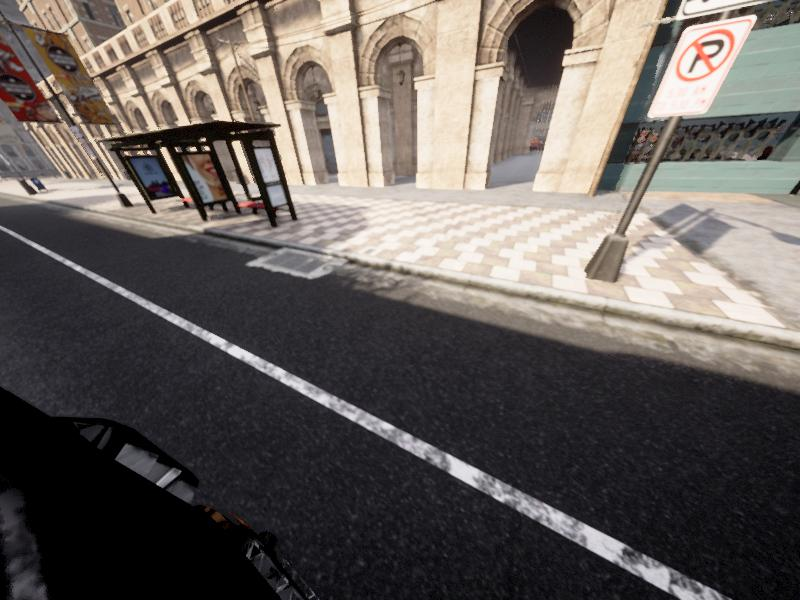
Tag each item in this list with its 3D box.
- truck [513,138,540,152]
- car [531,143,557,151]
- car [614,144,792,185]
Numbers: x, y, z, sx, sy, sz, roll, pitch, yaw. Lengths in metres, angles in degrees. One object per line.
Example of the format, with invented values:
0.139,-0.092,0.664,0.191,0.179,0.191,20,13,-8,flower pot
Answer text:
30.376,-37.296,55.518,5.204,2.467,2.627,14,37,24,truck
32.193,-34.238,51.695,4.674,1.442,1.812,14,37,24,car
14.304,-6.785,11.541,4.786,1.482,2.161,14,37,24,car
